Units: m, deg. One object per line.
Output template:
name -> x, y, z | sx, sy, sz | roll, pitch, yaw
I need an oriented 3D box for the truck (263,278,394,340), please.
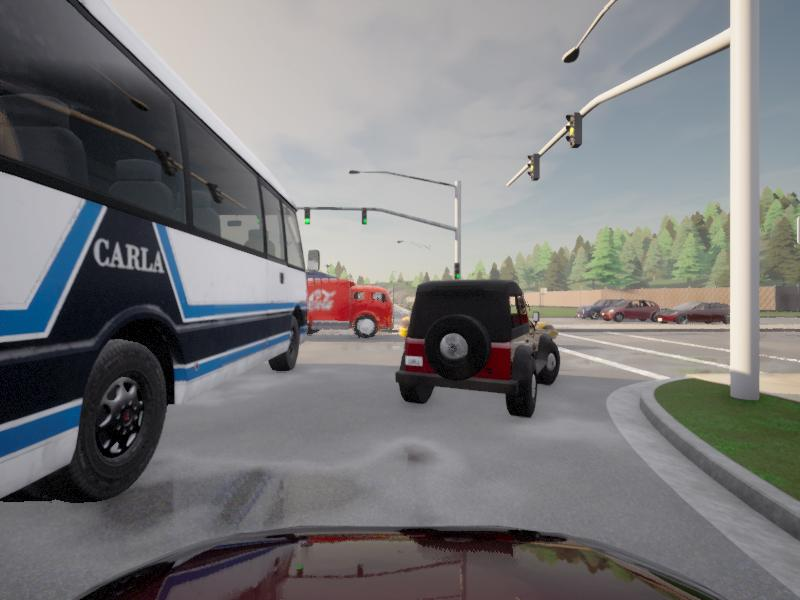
truck -> -2.883, 0.352, 17.303 | 5.204, 2.467, 2.627 | 0, 0, -1

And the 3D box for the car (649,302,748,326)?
car -> 19.094, 0.851, 25.760 | 4.792, 1.488, 2.163 | 0, 0, -1

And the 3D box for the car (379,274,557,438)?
car -> 1.434, 0.646, 6.742 | 1.905, 1.878, 3.866 | 0, 0, 27

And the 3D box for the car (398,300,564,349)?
car -> 2.646, 0.800, 13.915 | 5.366, 1.575, 1.801 | 0, 0, -1

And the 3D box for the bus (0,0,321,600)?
bus -> -3.907, -0.533, 5.407 | 3.944, 4.253, 10.273 | 0, 0, -2

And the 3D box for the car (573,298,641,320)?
car -> 16.841, 0.694, 32.714 | 4.553, 1.767, 2.097 | 0, 0, -1

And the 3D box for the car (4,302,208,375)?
car -> -7.464, 0.836, 11.010 | 2.128, 1.511, 4.902 | 0, 0, -2

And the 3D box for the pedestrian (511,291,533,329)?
pedestrian -> 6.066, 0.485, 19.850 | 0.751, 1.860, 0.751 | 0, 0, -20

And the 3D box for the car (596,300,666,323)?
car -> 16.794, 0.788, 29.216 | 3.988, 1.617, 1.851 | 0, 0, -1

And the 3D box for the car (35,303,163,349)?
car -> -11.098, 0.854, 15.216 | 1.816, 1.474, 4.193 | 0, 0, -2

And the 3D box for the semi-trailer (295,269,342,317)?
semi-trailer -> -8.485, -0.622, 43.877 | 2.717, 4.402, 14.254 | 0, 0, -2
